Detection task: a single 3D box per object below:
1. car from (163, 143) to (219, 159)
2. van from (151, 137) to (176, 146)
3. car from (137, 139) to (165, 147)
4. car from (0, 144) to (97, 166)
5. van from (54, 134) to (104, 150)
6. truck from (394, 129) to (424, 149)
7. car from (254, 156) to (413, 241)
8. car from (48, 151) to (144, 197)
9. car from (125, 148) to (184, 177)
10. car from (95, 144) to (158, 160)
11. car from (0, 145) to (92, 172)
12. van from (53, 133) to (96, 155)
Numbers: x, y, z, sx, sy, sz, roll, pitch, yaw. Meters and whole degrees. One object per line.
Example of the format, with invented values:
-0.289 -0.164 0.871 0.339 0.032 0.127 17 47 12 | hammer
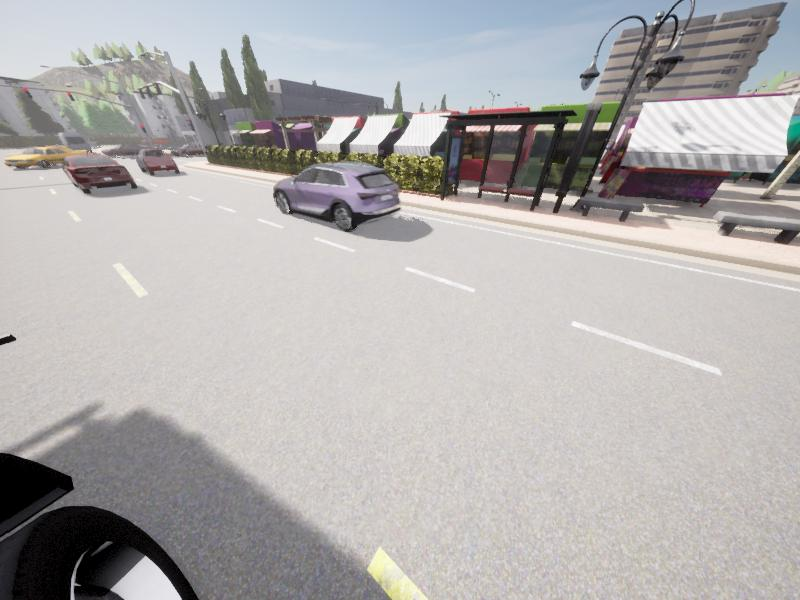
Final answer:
-27.124 -19.566 30.207 2.163 1.488 4.792 22 41 28 | car
-67.942 -45.573 66.392 1.775 1.987 4.442 5 36 7 | van
-71.498 -45.204 66.408 2.152 1.651 5.027 5 36 7 | car
-34.327 -14.300 22.600 1.801 1.575 5.366 24 41 29 | car
-66.136 -32.784 47.869 2.351 2.431 6.366 -8 36 -11 | van
2.304 -39.688 56.918 2.891 3.827 8.468 23 41 29 | truck
-2.187 -3.532 7.496 4.856 1.649 2.033 23 41 28 | car
-15.542 -6.564 11.787 5.008 1.535 1.882 23 41 28 | car
-17.698 -10.007 16.665 3.633 1.501 1.845 25 42 31 | car
-33.417 -18.284 28.377 1.812 1.442 4.674 24 41 29 | car
-29.728 -11.994 19.361 1.801 1.575 5.366 -8 36 -11 | car
-47.096 -22.584 33.402 5.915 2.561 1.988 21 40 27 | van
